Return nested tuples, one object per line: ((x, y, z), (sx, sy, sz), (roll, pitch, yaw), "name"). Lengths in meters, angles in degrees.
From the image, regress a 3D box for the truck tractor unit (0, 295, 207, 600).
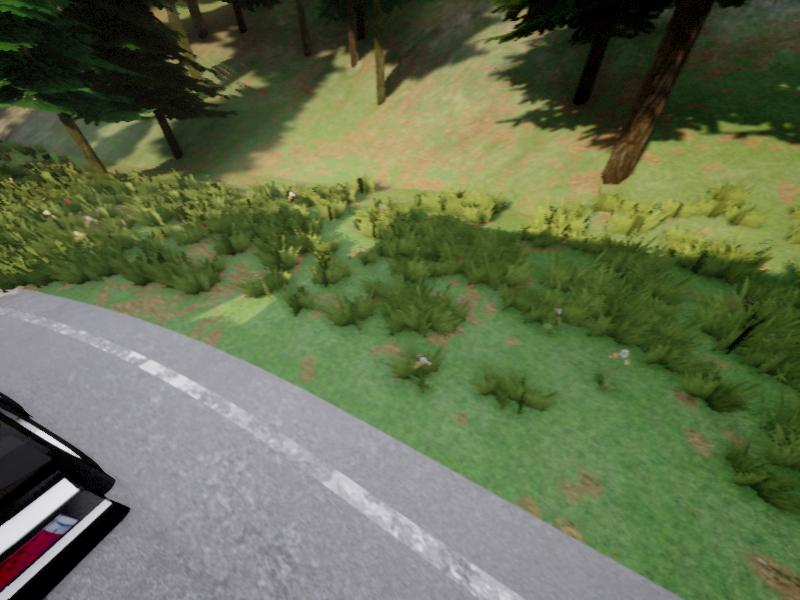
((-5.253, -0.127, 0.567), (6.516, 4.208, 3.053), (12, 37, 17), "truck tractor unit")
